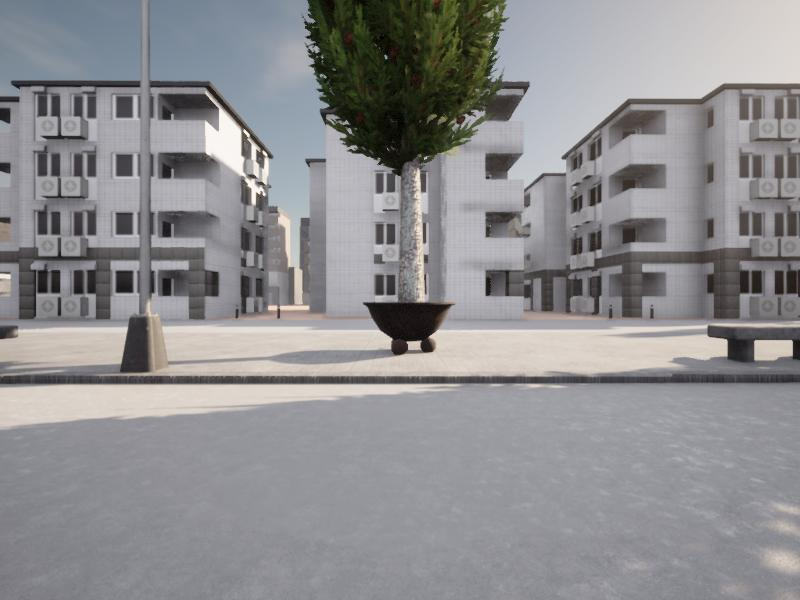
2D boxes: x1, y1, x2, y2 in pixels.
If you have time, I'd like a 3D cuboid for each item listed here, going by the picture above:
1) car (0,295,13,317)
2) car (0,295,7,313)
[{"bbox_3d":[-28.970,0.417,26.073,2.038,1.542,4.974,0,0,30],"label":"car"},{"bbox_3d":[-28.996,0.260,26.027,1.853,1.218,4.536,0,0,30],"label":"car"}]
